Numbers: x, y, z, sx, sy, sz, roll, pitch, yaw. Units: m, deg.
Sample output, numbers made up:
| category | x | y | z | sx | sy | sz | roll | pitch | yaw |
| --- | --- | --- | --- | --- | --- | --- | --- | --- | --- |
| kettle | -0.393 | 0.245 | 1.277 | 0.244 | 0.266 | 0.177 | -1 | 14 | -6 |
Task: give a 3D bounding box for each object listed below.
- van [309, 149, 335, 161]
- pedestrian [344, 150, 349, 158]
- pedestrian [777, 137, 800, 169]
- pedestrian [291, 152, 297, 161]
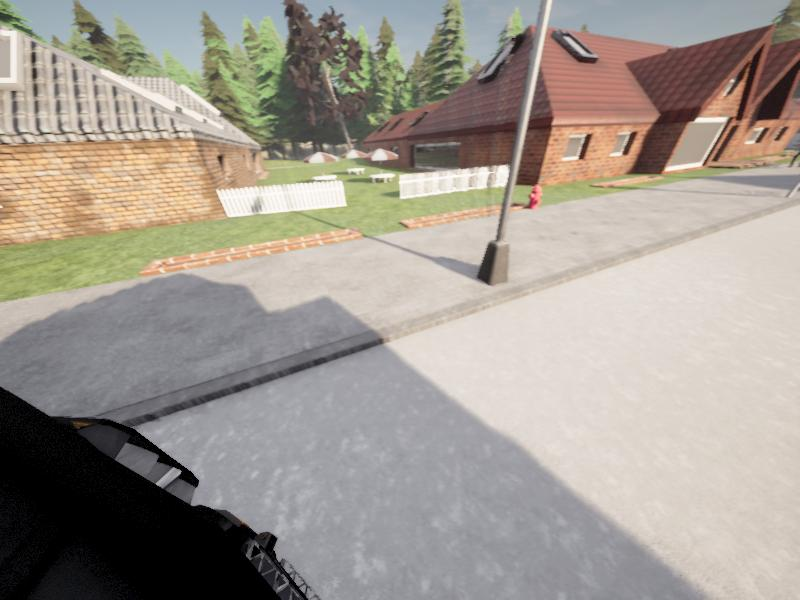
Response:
| category | x | y | z | sx | sy | sz | roll | pitch | yaw |
| --- | --- | --- | --- | --- | --- | --- | --- | --- | --- |
| van | -21.759 | -40.397 | 64.443 | 6.366 | 2.431 | 2.351 | -16 | 36 | -18 |
| pedestrian | -14.914 | -40.547 | 64.019 | 0.751 | 1.860 | 0.751 | 19 | 39 | 29 |
| pedestrian | 22.660 | -8.426 | 12.872 | 0.751 | 1.860 | 0.751 | -6 | 34 | -5 |
| pedestrian | -26.856 | -36.369 | 58.699 | 0.751 | 1.860 | 0.751 | 0 | 34 | 5 |
